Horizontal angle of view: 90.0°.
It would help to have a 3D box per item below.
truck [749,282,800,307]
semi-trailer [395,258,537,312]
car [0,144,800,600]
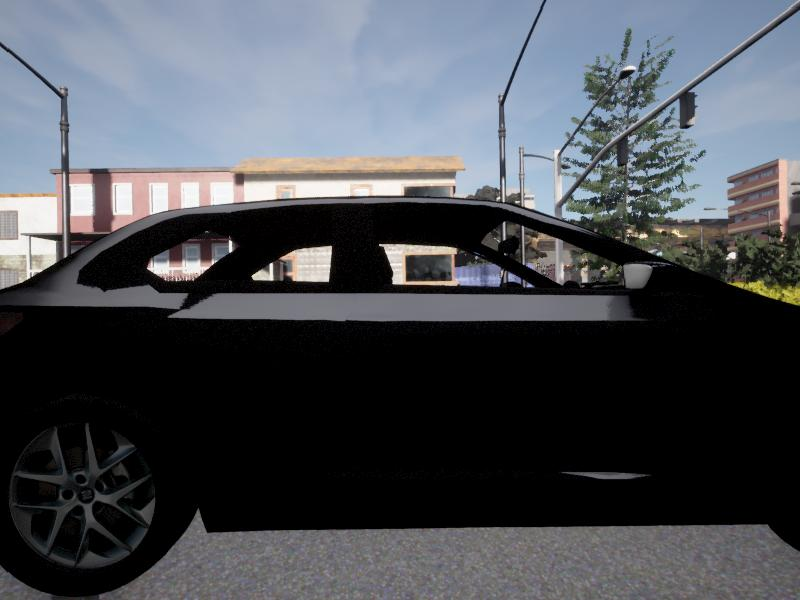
[{"bbox_3d":[35.156,-0.480,35.699,2.390,2.098,6.274,-1,0,-1],"label":"truck"},{"bbox_3d":[5.620,-1.115,38.384,14.254,4.402,2.717,-1,0,43],"label":"semi-trailer"},{"bbox_3d":[0.342,0.254,2.184,4.193,1.474,1.816,0,0,-1],"label":"car"}]
